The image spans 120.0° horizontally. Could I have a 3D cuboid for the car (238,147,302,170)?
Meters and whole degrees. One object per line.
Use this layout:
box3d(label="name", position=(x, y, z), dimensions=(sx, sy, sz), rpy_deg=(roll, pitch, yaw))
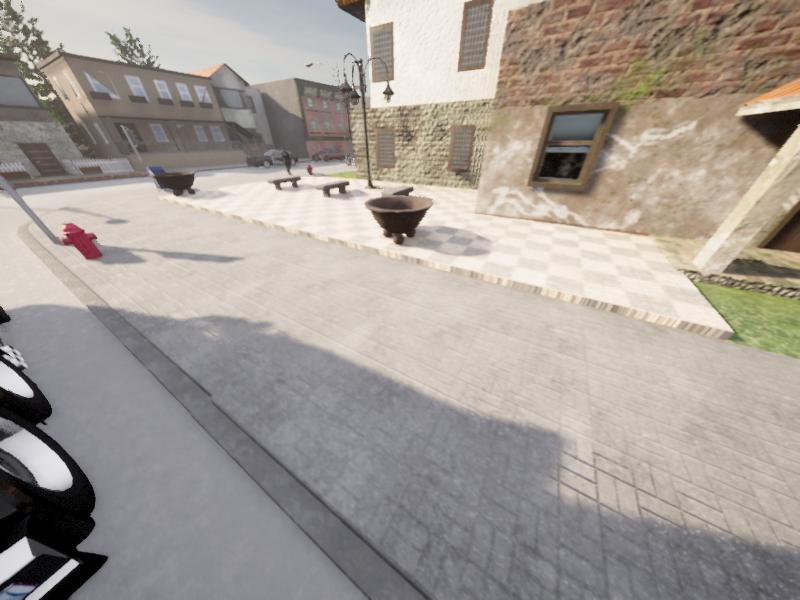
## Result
box3d(label="car", position=(-12.887, -14.435, 23.381), dimensions=(1.930, 1.638, 5.238), rpy_deg=(18, 39, 24))

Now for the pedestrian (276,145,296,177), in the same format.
box3d(label="pedestrian", position=(-7.885, -9.592, 15.959), dimensions=(0.751, 1.860, 0.751), rpy_deg=(-14, 37, -19))

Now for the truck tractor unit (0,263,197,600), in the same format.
box3d(label="truck tractor unit", position=(-5.116, -0.294, 0.785), dimensions=(6.516, 4.208, 3.053), rpy_deg=(18, 39, 24))
